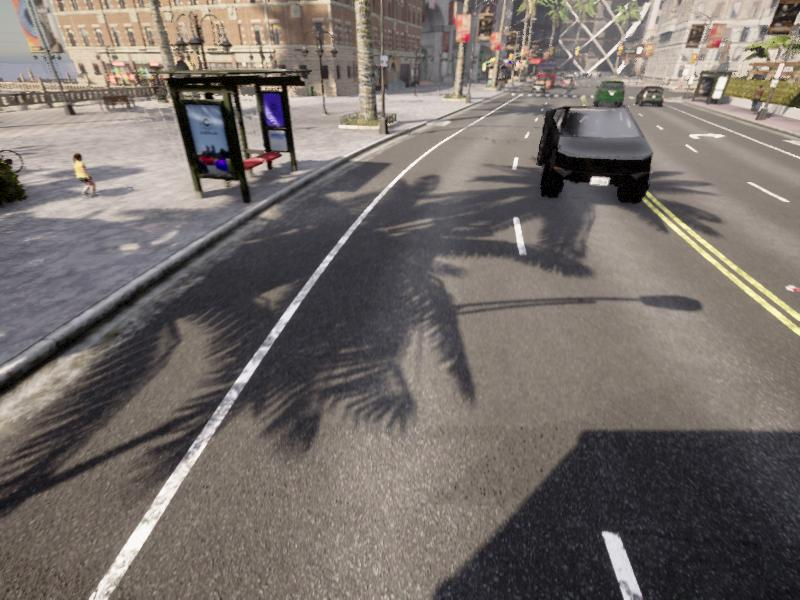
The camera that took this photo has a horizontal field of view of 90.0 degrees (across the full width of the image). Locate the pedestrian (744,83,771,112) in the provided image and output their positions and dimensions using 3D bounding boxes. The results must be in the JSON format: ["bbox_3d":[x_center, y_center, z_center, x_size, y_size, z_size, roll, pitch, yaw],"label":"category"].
[{"bbox_3d":[27.112,-15.374,30.373,0.751,1.860,0.751,11,32,18],"label":"pedestrian"}]

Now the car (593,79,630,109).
[{"bbox_3d":[18.623,-18.336,35.486,2.150,2.045,5.566,12,32,18],"label":"car"}]

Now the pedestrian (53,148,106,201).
[{"bbox_3d":[-7.675,-3.021,9.616,0.500,1.100,0.500,8,31,13],"label":"pedestrian"}]

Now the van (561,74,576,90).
[{"bbox_3d":[26.038,-33.737,61.916,1.775,1.987,4.442,11,32,17],"label":"van"}]

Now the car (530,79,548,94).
[{"bbox_3d":[18.175,-27.841,52.174,1.789,1.549,3.705,11,32,17],"label":"car"}]

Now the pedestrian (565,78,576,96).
[{"bbox_3d":[19.991,-24.949,46.924,0.751,1.860,0.751,10,32,16],"label":"pedestrian"}]

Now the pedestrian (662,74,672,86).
[{"bbox_3d":[47.132,-38.799,70.593,0.751,1.860,0.751,5,31,8],"label":"pedestrian"}]

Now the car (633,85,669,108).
[{"bbox_3d":[22.598,-18.434,36.138,1.851,1.617,3.988,11,32,17],"label":"car"}]

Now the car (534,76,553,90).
[{"bbox_3d":[21.893,-33.088,60.956,2.097,1.767,4.553,11,32,17],"label":"car"}]

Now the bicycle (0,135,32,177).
[{"bbox_3d":[-11.840,-4.069,11.496,0.373,1.024,1.643,10,32,16],"label":"bicycle"}]

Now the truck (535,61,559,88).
[{"bbox_3d":[25.506,-38.977,69.030,2.891,3.827,8.468,11,32,17],"label":"truck"}]

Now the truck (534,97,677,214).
[{"bbox_3d":[5.505,-4.631,11.887,2.390,2.098,6.274,8,31,12],"label":"truck"}]
